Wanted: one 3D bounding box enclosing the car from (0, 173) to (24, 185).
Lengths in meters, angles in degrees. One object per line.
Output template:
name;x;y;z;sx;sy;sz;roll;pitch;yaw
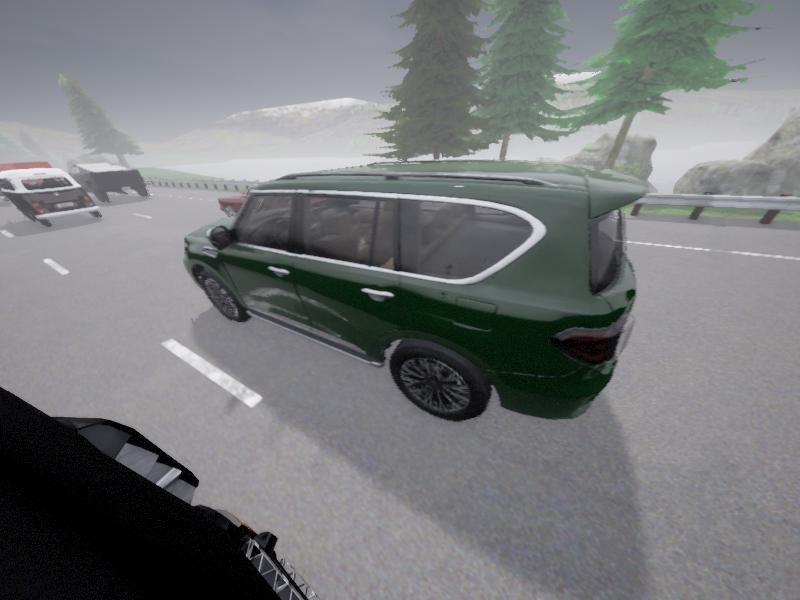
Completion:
car;-57.850;-17.807;33.879;4.718;1.301;1.895;15;37;25

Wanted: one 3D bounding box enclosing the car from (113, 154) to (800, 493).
car;-0.580;-0.615;3.074;5.566;2.045;2.150;15;38;24

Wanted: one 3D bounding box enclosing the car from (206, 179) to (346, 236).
car;-4.542;-3.565;8.487;4.718;1.301;1.895;15;37;25

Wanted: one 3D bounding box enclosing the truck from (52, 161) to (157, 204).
truck;-19.871;-7.987;15.557;6.274;2.098;2.390;15;37;25

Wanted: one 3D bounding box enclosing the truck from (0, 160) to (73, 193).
truck;-36.735;-12.170;22.769;5.204;2.467;2.627;7;35;14

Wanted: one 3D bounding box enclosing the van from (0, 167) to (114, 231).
van;-15.640;-4.631;10.239;4.480;2.038;2.069;15;37;25

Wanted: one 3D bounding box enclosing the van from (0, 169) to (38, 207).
van;-28.091;-7.558;15.577;4.480;2.038;2.069;9;35;16
